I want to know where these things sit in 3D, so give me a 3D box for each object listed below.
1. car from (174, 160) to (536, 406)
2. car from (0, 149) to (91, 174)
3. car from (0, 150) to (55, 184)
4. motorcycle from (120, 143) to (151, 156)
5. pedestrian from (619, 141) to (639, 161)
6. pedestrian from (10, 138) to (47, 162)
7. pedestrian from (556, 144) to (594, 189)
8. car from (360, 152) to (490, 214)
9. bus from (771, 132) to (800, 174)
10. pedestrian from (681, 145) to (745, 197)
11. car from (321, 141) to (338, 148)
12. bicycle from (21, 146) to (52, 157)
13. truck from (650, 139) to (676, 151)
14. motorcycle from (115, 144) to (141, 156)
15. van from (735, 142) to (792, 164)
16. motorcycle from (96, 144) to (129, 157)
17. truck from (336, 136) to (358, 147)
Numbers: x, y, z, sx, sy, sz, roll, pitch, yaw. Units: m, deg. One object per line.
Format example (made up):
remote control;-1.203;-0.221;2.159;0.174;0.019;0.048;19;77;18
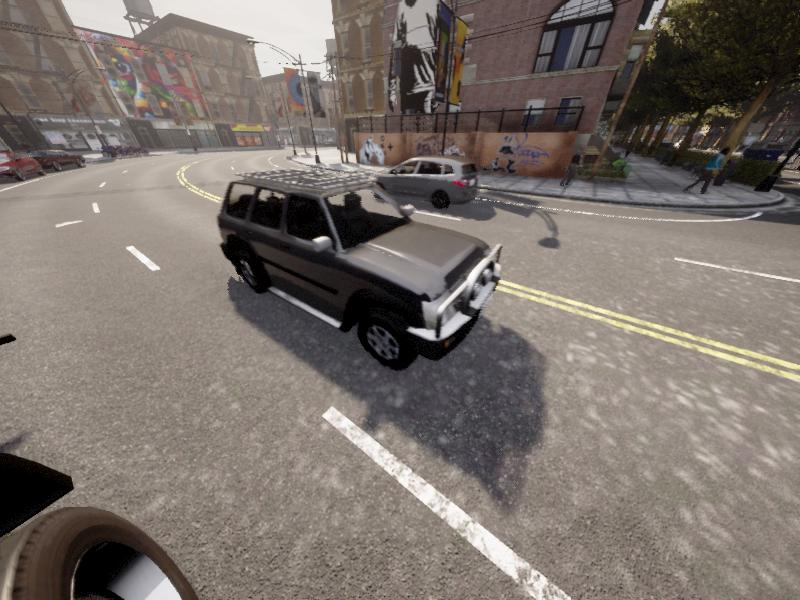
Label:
car;-0.917;-0.895;3.543;4.605;1.855;1.932;22;40;28
car;-27.381;-10.961;18.126;1.895;1.301;4.718;-15;38;-21
car;-24.272;-8.238;14.155;2.002;1.452;4.674;-22;41;-28
motorcycle;-35.348;-20.139;30.877;0.764;1.277;2.356;30;45;35
pedestrian;25.888;-16.868;26.131;0.751;1.860;0.751;18;39;23
pedestrian;-34.577;-13.972;21.556;0.751;1.860;0.751;-10;36;-14
pedestrian;8.638;-6.649;11.494;0.751;1.860;0.751;11;37;15
car;0.904;-5.053;9.639;4.611;1.667;2.242;22;41;28
bus;33.402;-10.948;16.040;3.944;4.253;10.273;22;42;28
pedestrian;13.416;-5.569;9.999;0.751;1.860;0.751;24;42;30
car;-18.977;-42.023;62.200;1.970;1.475;3.806;22;41;28
bicycle;-43.236;-17.661;27.518;0.373;1.024;1.643;13;36;34
truck;59.574;-35.195;52.501;2.390;2.098;6.274;22;41;28
motorcycle;-35.089;-19.359;29.820;0.856;1.236;1.805;30;45;35
van;42.278;-17.288;27.044;1.775;1.987;4.442;22;40;28
motorcycle;-35.245;-18.373;28.370;0.867;1.251;2.209;30;45;35
truck;-14.167;-42.894;62.533;2.627;2.467;5.204;22;41;28
